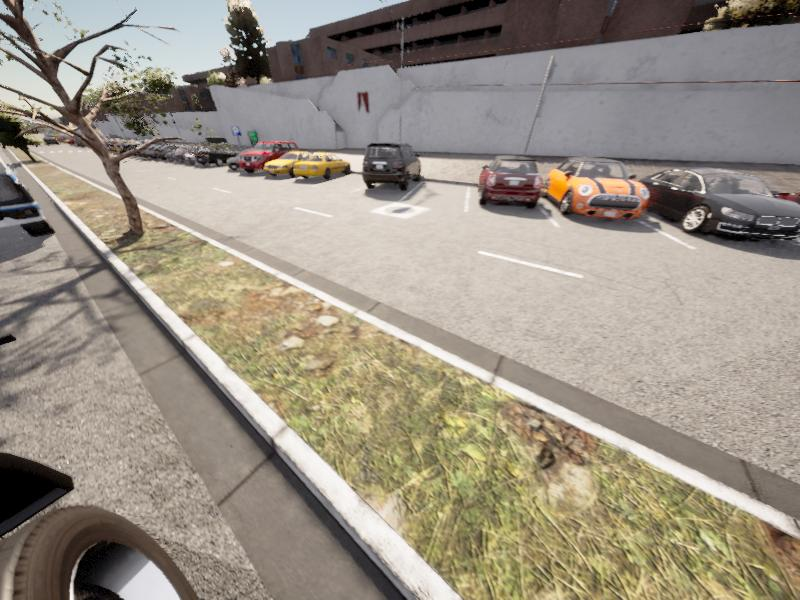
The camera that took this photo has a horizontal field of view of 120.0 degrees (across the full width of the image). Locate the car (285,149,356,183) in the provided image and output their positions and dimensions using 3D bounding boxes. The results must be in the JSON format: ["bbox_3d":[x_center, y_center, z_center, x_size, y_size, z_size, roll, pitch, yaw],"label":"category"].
[{"bbox_3d":[-5.100,-9.356,15.893,1.946,1.575,5.366,9,35,12],"label":"car"}]

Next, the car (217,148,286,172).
[{"bbox_3d":[-12.520,-12.176,19.970,2.163,1.488,4.792,9,35,12],"label":"car"}]

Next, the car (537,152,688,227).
[{"bbox_3d":[7.156,-4.393,8.673,2.185,1.767,4.553,9,35,12],"label":"car"}]

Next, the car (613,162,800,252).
[{"bbox_3d":[9.605,-3.273,7.323,2.231,1.521,4.892,9,35,12],"label":"car"}]

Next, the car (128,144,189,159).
[{"bbox_3d":[-32.230,-20.062,31.097,1.946,1.575,5.366,10,36,12],"label":"car"}]

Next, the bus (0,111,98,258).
[{"bbox_3d":[-13.518,-4.168,6.094,10.273,4.253,3.944,22,40,28],"label":"bus"}]

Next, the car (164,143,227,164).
[{"bbox_3d":[-22.335,-16.284,25.580,2.185,1.767,4.553,9,35,12],"label":"car"}]

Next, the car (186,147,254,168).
[{"bbox_3d":[-17.436,-14.183,22.799,2.097,1.535,5.008,9,35,12],"label":"car"}]

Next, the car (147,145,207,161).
[{"bbox_3d":[-27.264,-18.147,28.483,2.163,1.488,4.792,9,35,12],"label":"car"}]

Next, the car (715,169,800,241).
[{"bbox_3d":[12.059,-2.261,5.958,2.163,1.488,4.792,9,35,12],"label":"car"}]

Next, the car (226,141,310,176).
[{"bbox_3d":[-10.057,-11.420,18.400,2.435,2.045,5.566,9,35,12],"label":"car"}]

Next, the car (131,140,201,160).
[{"bbox_3d":[-29.717,-19.377,29.725,2.435,2.045,5.566,9,35,12],"label":"car"}]

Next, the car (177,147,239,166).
[{"bbox_3d":[-19.887,-15.142,24.240,2.002,1.452,4.674,9,35,12],"label":"car"}]

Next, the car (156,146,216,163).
[{"bbox_3d":[-24.800,-17.120,27.059,2.002,1.452,4.674,9,35,12],"label":"car"}]

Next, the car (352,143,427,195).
[{"bbox_3d":[-0.228,-7.491,12.812,2.435,2.045,5.566,9,35,12],"label":"car"}]

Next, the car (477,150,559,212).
[{"bbox_3d":[4.675,-5.360,10.025,2.185,1.767,4.553,9,35,12],"label":"car"}]

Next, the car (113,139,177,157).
[{"bbox_3d":[-37.100,-22.369,33.871,2.435,2.045,5.566,10,36,12],"label":"car"}]

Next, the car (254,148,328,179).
[{"bbox_3d":[-7.646,-10.143,17.003,1.946,1.575,5.366,9,35,12],"label":"car"}]
